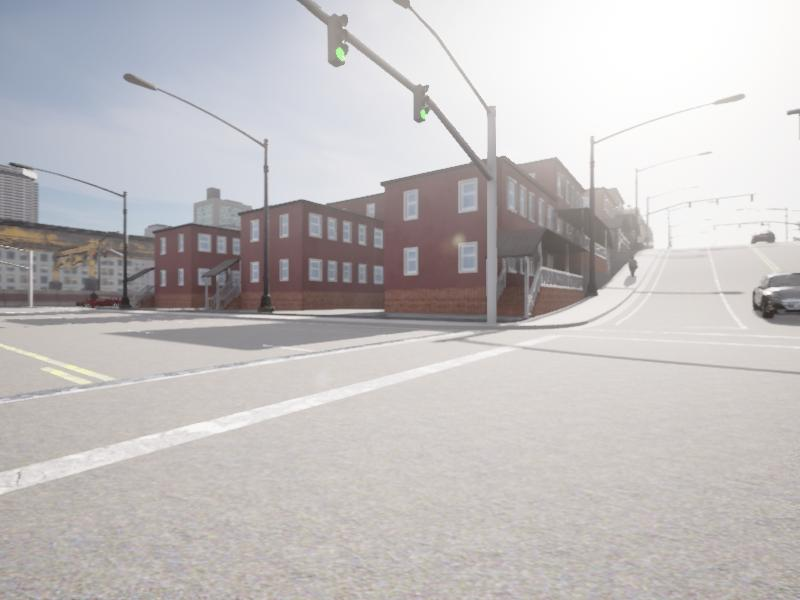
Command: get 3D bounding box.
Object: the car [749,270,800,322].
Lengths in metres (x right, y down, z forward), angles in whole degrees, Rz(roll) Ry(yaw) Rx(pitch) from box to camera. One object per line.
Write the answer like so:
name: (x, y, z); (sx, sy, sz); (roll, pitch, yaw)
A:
car: (15.195, -0.264, 15.584); (2.033, 1.649, 4.856); (0, 5, 36)

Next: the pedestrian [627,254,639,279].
pedestrian: (18.344, -2.639, 31.474); (0.751, 1.860, 0.751); (0, 0, 35)

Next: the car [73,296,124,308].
car: (-39.542, 0.300, 52.653); (1.882, 1.535, 5.008); (0, 0, 35)

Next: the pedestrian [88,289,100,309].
pedestrian: (-28.733, -0.059, 37.547); (0.751, 1.860, 0.751); (0, 0, 36)
